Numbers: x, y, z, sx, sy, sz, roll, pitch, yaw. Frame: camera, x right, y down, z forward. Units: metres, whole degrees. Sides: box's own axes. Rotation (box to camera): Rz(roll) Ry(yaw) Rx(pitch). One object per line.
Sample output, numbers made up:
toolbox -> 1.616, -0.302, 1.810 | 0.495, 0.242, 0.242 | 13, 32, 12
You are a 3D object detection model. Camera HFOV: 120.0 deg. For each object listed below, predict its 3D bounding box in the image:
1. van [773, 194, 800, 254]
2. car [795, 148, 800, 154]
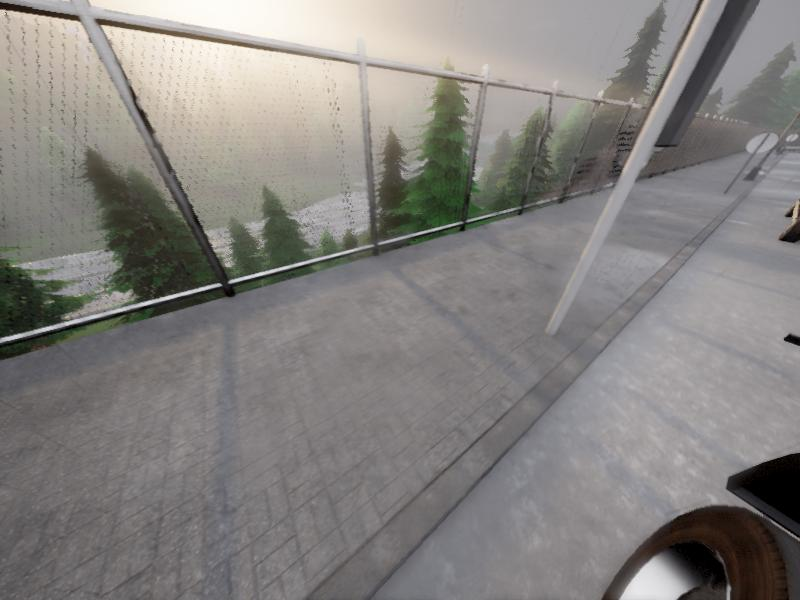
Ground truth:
van -> 12.079, -2.820, 5.599 | 5.915, 2.561, 1.988 | -22, 41, -28
car -> 59.263, -21.494, 32.469 | 5.027, 1.651, 2.152 | -12, 36, -16
